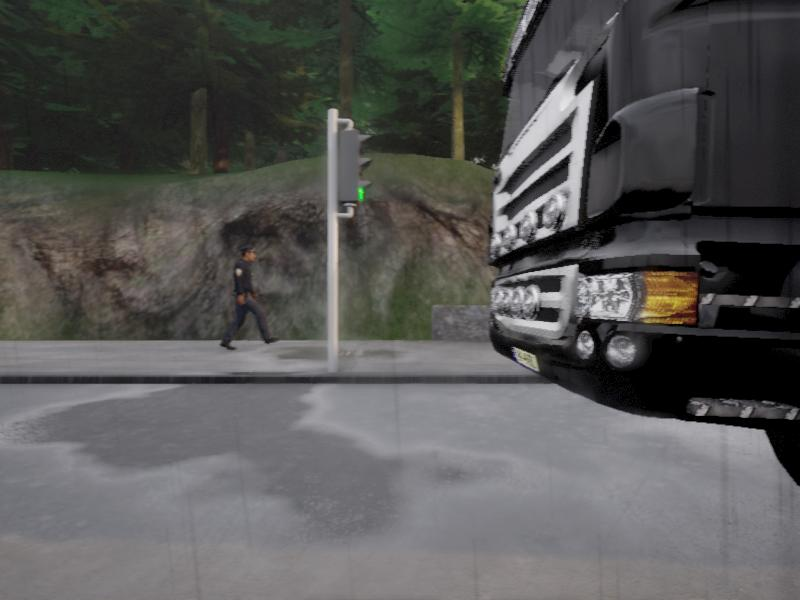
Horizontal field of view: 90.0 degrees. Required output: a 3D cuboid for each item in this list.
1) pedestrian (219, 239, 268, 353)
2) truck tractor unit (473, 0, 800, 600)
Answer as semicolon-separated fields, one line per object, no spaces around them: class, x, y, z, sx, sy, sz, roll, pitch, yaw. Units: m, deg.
pedestrian;-2.703;-0.066;6.979;0.751;1.860;0.751;0;0;-17
truck tractor unit;4.036;-1.110;2.703;6.516;4.208;3.053;0;0;0
